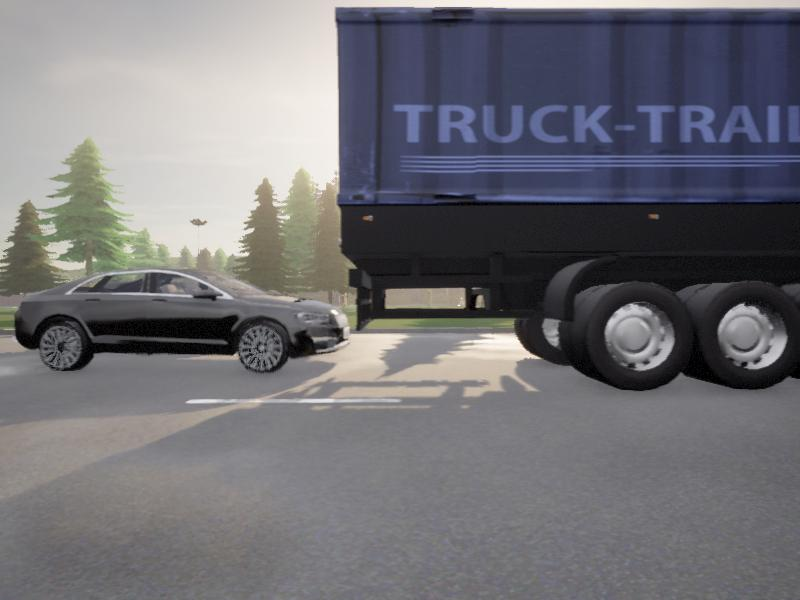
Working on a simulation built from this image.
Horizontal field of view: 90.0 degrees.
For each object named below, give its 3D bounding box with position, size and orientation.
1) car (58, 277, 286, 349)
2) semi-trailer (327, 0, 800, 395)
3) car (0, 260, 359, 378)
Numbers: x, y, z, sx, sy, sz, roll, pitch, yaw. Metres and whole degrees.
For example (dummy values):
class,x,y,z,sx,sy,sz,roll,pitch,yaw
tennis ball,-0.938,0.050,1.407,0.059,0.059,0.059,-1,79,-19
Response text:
class,x,y,z,sx,sy,sz,roll,pitch,yaw
car,-4.987,0.277,9.201,4.193,1.474,1.816,0,0,0
semi-trailer,6.361,-1.238,5.593,14.254,4.402,2.717,0,0,-1
car,-3.267,0.252,6.368,4.902,1.511,2.128,0,0,4
